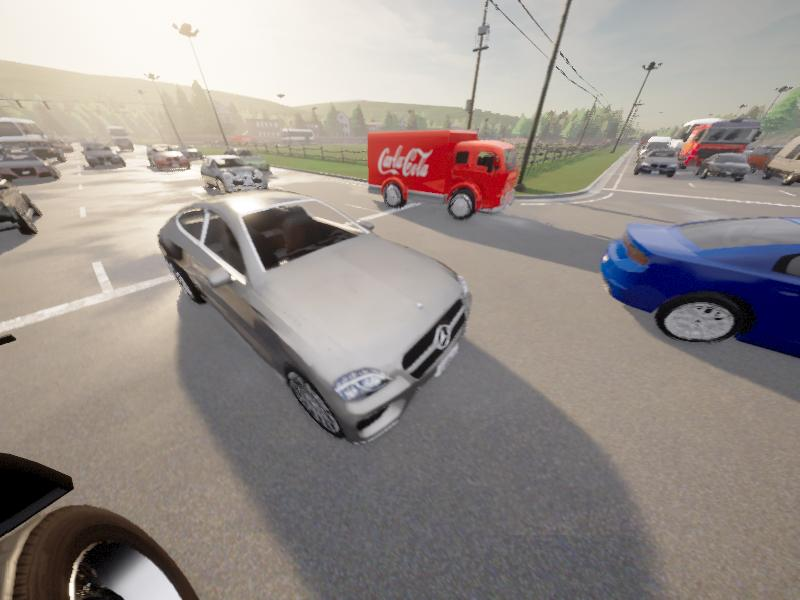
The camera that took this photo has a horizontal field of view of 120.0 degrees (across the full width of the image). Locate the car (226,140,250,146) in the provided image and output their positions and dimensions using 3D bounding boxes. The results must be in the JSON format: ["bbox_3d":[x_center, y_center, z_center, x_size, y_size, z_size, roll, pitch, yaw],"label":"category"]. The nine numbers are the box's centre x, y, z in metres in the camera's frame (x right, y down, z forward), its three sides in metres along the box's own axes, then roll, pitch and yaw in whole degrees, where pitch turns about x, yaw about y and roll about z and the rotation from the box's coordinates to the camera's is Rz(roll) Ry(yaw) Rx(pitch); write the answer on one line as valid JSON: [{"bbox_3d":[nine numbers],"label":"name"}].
[{"bbox_3d":[-46.840,-45.504,66.843,2.128,1.511,4.902,27,43,32],"label":"car"}]

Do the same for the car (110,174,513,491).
[{"bbox_3d":[-1.541,-0.549,3.279,5.027,1.651,2.152,24,41,29],"label":"car"}]

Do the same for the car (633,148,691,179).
[{"bbox_3d":[20.052,-10.686,17.915,2.242,1.667,4.611,26,43,32],"label":"car"}]

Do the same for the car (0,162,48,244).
[{"bbox_3d":[-11.618,-2.631,6.183,3.705,1.549,1.789,26,43,32],"label":"car"}]

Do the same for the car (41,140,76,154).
[{"bbox_3d":[-52.561,-23.734,35.650,4.611,1.667,2.242,29,44,34],"label":"car"}]

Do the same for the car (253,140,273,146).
[{"bbox_3d":[-42.168,-48.496,71.342,1.895,1.301,4.718,27,43,32],"label":"car"}]

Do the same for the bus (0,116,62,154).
[{"bbox_3d":[-58.303,-25.269,35.521,3.944,4.253,10.273,-27,43,-31],"label":"bus"}]

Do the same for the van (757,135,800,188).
[{"bbox_3d":[25.752,-8.650,14.328,1.988,2.561,5.915,27,43,32],"label":"van"}]

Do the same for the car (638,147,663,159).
[{"bbox_3d":[36.908,-21.777,34.160,1.994,1.385,4.181,27,43,32],"label":"car"}]

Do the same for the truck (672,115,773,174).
[{"bbox_3d":[28.953,-14.398,21.428,2.891,3.827,8.468,26,43,32],"label":"truck"}]

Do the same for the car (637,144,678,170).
[{"bbox_3d":[24.880,-13.985,22.485,1.932,1.855,4.605,27,43,32],"label":"car"}]

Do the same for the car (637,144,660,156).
[{"bbox_3d":[46.263,-28.071,43.080,2.242,1.667,4.611,26,43,32],"label":"car"}]

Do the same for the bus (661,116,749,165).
[{"bbox_3d":[36.659,-19.588,28.534,3.944,4.253,10.273,26,43,32],"label":"bus"}]

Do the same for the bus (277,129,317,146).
[{"bbox_3d":[-32.996,-52.563,74.667,3.944,4.253,10.273,27,43,32],"label":"bus"}]

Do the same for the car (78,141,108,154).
[{"bbox_3d":[-46.031,-22.883,34.679,4.792,1.488,2.163,28,44,34],"label":"car"}]

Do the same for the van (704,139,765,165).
[{"bbox_3d":[39.593,-17.815,27.629,2.351,2.431,6.366,26,43,32],"label":"van"}]

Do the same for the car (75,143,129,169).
[{"bbox_3d":[-26.011,-12.639,20.162,4.611,1.667,2.242,27,43,32],"label":"car"}]

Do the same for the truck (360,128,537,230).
[{"bbox_3d":[1.446,-4.631,8.392,5.204,2.467,2.627,24,41,30],"label":"truck"}]

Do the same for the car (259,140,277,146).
[{"bbox_3d":[-39.570,-47.160,69.407,1.994,1.385,4.181,27,43,32],"label":"car"}]

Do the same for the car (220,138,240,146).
[{"bbox_3d":[-50.068,-46.607,68.046,1.905,1.878,3.866,27,43,32],"label":"car"}]

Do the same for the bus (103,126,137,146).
[{"bbox_3d":[-77.872,-45.567,64.195,10.273,4.253,3.944,27,43,33],"label":"bus"}]

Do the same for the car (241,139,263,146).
[{"bbox_3d":[-46.050,-49.111,71.964,1.882,1.535,5.008,27,43,32],"label":"car"}]

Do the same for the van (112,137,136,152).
[{"bbox_3d":[-46.273,-26.056,38.753,4.442,1.987,1.775,29,44,35],"label":"van"}]

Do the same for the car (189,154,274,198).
[{"bbox_3d":[-8.390,-6.283,11.488,3.806,1.475,1.970,26,43,32],"label":"car"}]

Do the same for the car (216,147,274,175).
[{"bbox_3d":[-11.941,-10.762,17.780,4.514,1.525,2.007,27,43,32],"label":"car"}]

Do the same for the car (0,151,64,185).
[{"bbox_3d":[-22.552,-8.075,13.971,4.181,1.385,1.994,27,43,33],"label":"car"}]

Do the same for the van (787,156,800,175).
[{"bbox_3d":[33.501,-10.669,17.388,2.351,2.431,6.366,26,43,32],"label":"van"}]

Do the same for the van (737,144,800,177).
[{"bbox_3d":[30.265,-11.427,18.813,1.775,1.987,4.442,27,43,32],"label":"van"}]

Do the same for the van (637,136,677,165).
[{"bbox_3d":[29.878,-17.582,27.090,1.988,2.561,5.915,26,43,32],"label":"van"}]

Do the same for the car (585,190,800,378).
[{"bbox_3d":[5.532,-0.023,2.685,5.008,1.535,1.882,22,41,28],"label":"car"}]

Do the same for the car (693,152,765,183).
[{"bbox_3d":[23.073,-9.534,16.462,1.837,1.490,4.892,26,43,32],"label":"car"}]

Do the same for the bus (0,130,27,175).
[{"bbox_3d":[-32.287,-11.637,16.418,10.273,4.253,3.944,27,43,32],"label":"bus"}]

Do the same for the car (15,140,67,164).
[{"bbox_3d":[-34.730,-14.497,22.520,3.866,1.878,1.905,27,43,33],"label":"car"}]

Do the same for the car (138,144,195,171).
[{"bbox_3d":[-19.663,-12.080,19.438,4.611,1.667,2.242,27,43,32],"label":"car"}]

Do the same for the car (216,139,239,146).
[{"bbox_3d":[-52.434,-48.022,70.266,2.152,1.651,5.027,27,43,32],"label":"car"}]

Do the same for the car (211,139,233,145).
[{"bbox_3d":[-55.383,-49.166,71.818,2.242,1.667,4.611,27,43,32],"label":"car"}]

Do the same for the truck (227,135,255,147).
[{"bbox_3d":[-44.340,-44.469,64.560,2.627,2.467,5.204,27,43,32],"label":"truck"}]

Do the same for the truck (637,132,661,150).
[{"bbox_3d":[68.037,-43.498,63.292,2.891,3.827,8.468,26,43,32],"label":"truck"}]

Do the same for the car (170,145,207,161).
[{"bbox_3d":[-24.675,-17.187,26.916,4.181,1.385,1.994,27,43,32],"label":"car"}]

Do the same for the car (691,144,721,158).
[{"bbox_3d":[50.134,-24.506,37.960,1.930,1.638,5.238,26,43,32],"label":"car"}]
